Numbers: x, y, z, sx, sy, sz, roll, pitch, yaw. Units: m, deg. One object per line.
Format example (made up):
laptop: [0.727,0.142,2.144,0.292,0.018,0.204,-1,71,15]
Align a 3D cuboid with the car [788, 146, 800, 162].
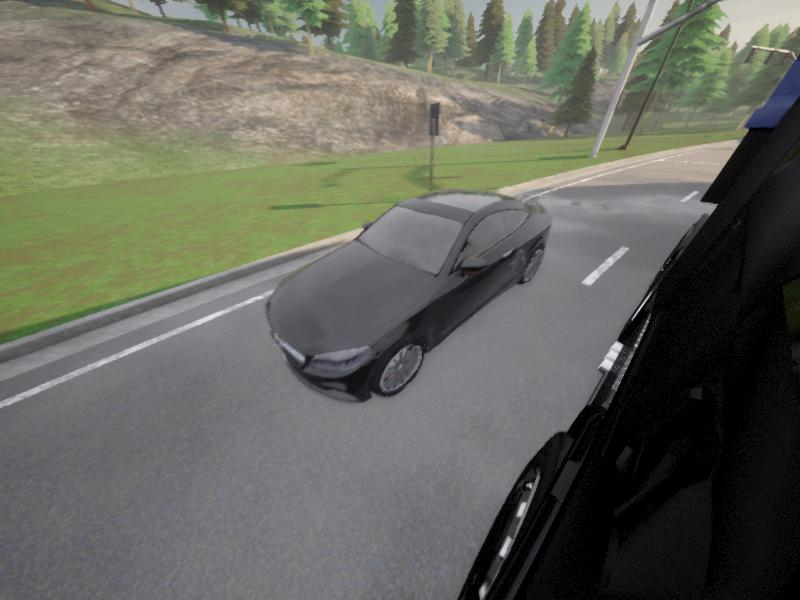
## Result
car: [23.241,-8.376,12.243,3.705,1.549,1.789,-20,40,-22]

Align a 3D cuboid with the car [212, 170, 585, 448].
car: [0.549,-0.682,3.326,4.674,1.442,1.812,-30,44,-32]

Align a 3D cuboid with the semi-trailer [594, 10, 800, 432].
semi-trailer: [8.934,-3.414,4.008,14.254,4.402,2.717,-25,42,-27]

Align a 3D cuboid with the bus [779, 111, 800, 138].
bus: [43.729,-18.152,21.934,10.273,4.253,3.944,-14,38,-15]

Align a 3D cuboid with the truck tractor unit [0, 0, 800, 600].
truck tractor unit: [2.645,-0.295,0.352,6.516,4.208,3.053,-28,44,-30]
